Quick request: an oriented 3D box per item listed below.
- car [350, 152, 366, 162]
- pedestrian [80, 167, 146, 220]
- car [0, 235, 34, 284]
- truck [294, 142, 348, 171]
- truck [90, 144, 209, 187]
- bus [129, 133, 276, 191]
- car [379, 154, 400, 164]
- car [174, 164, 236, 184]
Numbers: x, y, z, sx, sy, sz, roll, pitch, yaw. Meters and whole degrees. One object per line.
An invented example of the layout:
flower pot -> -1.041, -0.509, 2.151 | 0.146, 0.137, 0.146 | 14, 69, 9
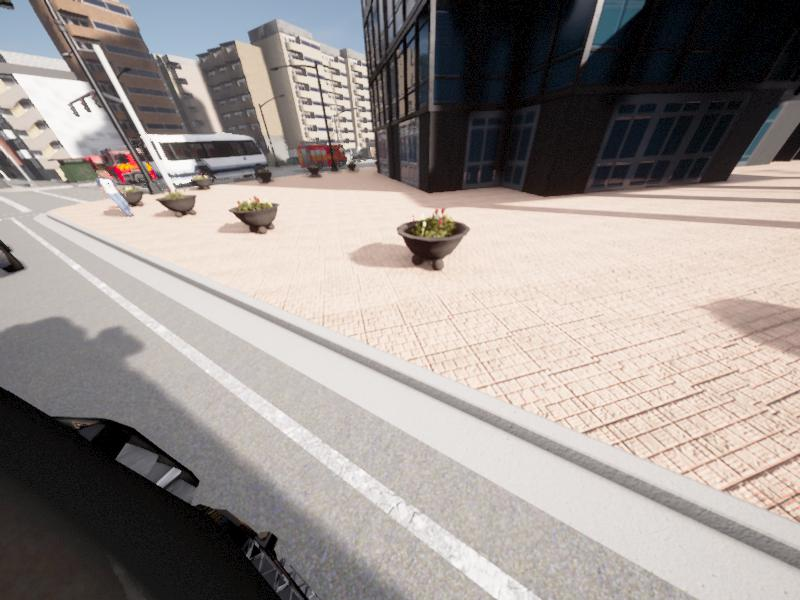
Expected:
car -> -10.557, -36.318, 58.662 | 1.905, 1.878, 3.866 | 16, 37, 26
pedestrian -> -11.747, -4.375, 9.543 | 0.751, 1.860, 0.751 | 11, 36, 20
car -> -11.509, -1.322, 5.399 | 4.611, 1.667, 2.242 | 16, 38, 26
truck -> -13.031, -24.573, 39.397 | 2.891, 3.827, 8.468 | 16, 37, 26
truck -> -29.239, -16.365, 27.822 | 2.891, 3.827, 8.468 | 16, 38, 26
bus -> -19.462, -14.740, 24.257 | 3.944, 4.253, 10.273 | 16, 39, 26
car -> -2.151, -30.408, 49.728 | 2.152, 1.651, 5.027 | 16, 37, 26
car -> -22.249, -14.587, 26.609 | 2.033, 1.649, 4.856 | 16, 37, 26
